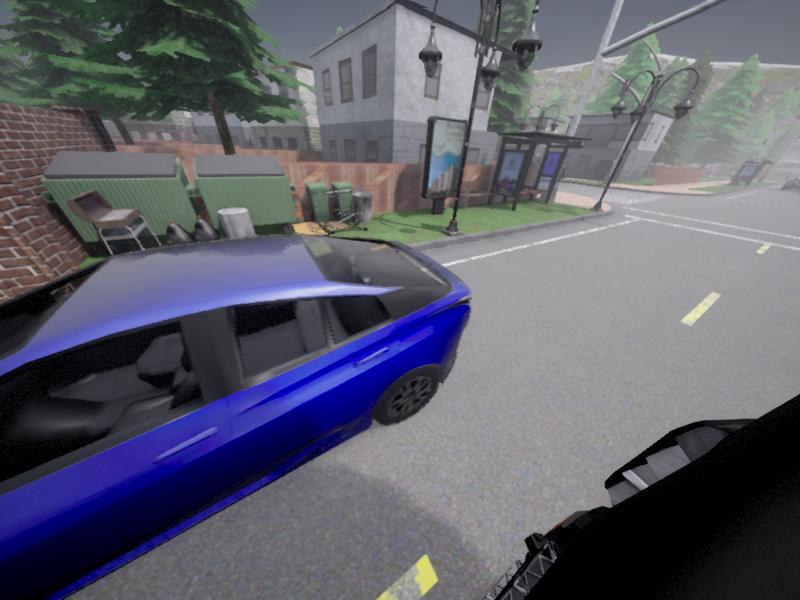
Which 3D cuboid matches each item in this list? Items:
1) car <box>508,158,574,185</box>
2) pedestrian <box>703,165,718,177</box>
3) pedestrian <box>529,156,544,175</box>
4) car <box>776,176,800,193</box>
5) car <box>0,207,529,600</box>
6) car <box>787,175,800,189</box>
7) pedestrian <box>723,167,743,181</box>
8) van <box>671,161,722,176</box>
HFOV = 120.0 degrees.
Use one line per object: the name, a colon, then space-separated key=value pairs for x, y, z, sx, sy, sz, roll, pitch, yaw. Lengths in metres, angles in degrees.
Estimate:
car: x=13.160 y=-12.264 z=21.871 sx=1.932 sy=1.855 sz=4.605 roll=-20 pitch=39 yaw=-31
pedestrian: x=59.413 y=-24.742 z=44.235 sx=0.751 sy=1.860 sz=0.751 roll=-13 pitch=37 yaw=-23
pedestrian: x=15.831 y=-15.551 z=26.772 sx=0.751 sy=1.860 sz=0.751 roll=-22 pitch=41 yaw=-32
car: x=45.508 y=-13.131 z=26.303 sx=5.357 sy=1.411 sz=2.033 roll=-16 pitch=38 yaw=-27
car: x=-1.541 y=0.442 z=1.810 sx=4.514 sy=1.525 sz=2.007 roll=-16 pitch=38 yaw=-27
car: x=57.170 y=-16.485 z=32.379 sx=5.027 sy=1.651 sz=2.152 roll=-16 pitch=38 yaw=-27
pedestrian: x=51.940 y=-19.716 z=36.047 sx=0.751 sy=1.860 sz=0.751 roll=-10 pitch=36 yaw=-19
van: x=65.909 y=-29.351 z=51.534 sx=2.351 sy=2.431 sz=6.366 roll=-17 pitch=38 yaw=-27
